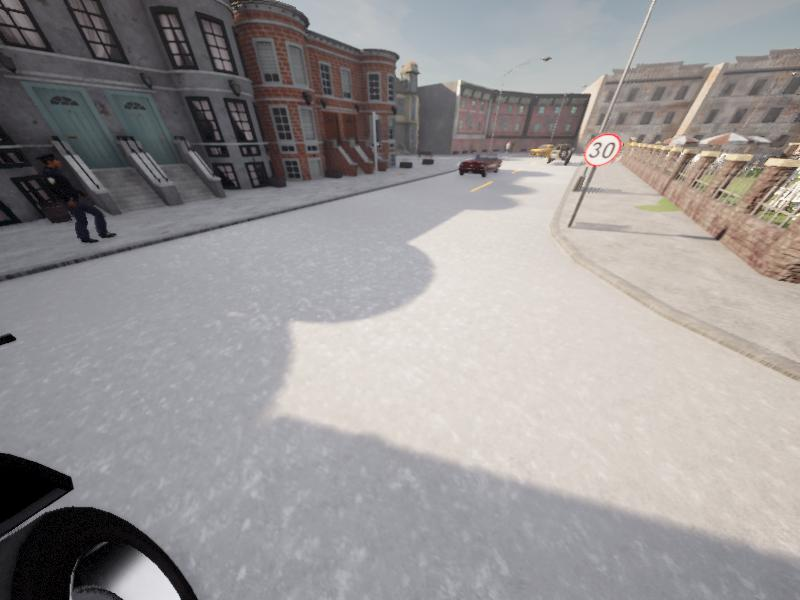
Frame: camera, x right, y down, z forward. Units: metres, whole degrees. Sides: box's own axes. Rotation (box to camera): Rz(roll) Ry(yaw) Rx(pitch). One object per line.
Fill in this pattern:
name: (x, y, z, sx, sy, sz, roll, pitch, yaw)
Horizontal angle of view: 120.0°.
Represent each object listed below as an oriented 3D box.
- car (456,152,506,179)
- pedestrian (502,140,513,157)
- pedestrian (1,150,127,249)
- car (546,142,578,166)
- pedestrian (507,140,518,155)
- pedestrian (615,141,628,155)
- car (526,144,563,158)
car: (6.044, -10.017, 17.051, 1.895, 1.301, 4.718, 22, 40, 27)
pedestrian: (14.340, -20.188, 30.844, 0.751, 1.860, 0.751, 21, 40, 27)
pedestrian: (-7.289, -2.230, 5.171, 0.751, 1.860, 0.751, 28, 44, 33)
car: (17.550, -15.879, 24.969, 1.932, 1.855, 4.605, 22, 41, 28)
pedestrian: (16.974, -22.949, 34.784, 0.751, 1.860, 0.751, -10, 37, -15)
pedestrian: (34.605, -23.722, 36.036, 0.751, 1.860, 0.751, 24, 42, 30)
car: (20.456, -21.093, 32.686, 5.008, 1.535, 1.882, -19, 39, -25)
